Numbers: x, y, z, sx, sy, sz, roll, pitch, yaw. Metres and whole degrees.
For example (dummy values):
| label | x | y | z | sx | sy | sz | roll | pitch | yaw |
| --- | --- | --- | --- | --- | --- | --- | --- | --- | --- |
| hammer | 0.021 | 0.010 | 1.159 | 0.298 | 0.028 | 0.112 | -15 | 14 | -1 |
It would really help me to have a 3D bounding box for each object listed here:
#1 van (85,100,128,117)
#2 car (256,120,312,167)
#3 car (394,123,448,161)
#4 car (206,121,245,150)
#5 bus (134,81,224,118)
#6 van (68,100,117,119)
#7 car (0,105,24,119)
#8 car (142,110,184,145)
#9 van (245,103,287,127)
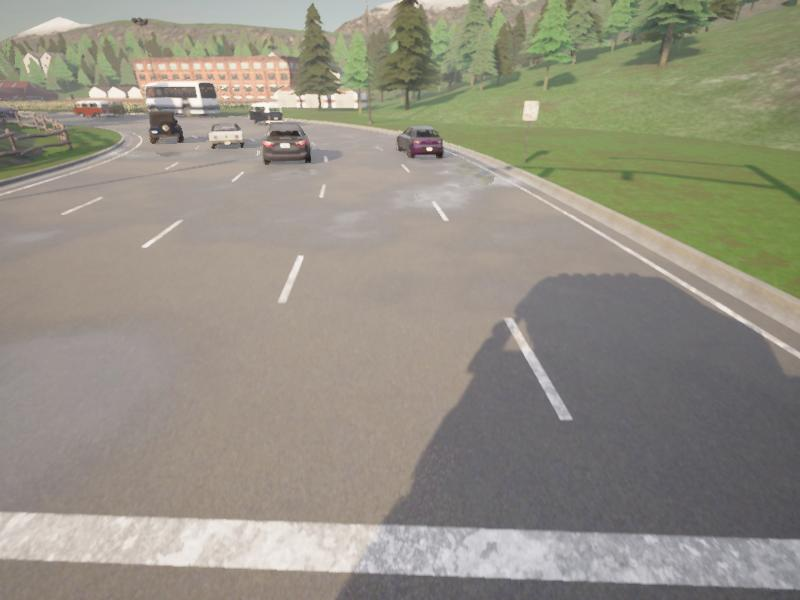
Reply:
| label | x | y | z | sx | sy | sz | roll | pitch | yaw |
| --- | --- | --- | --- | --- | --- | --- | --- | --- | --- |
| van | -39.671 | -25.872 | 54.112 | 4.442 | 1.987 | 1.775 | 6 | 28 | 12 |
| car | -5.695 | -7.945 | 20.036 | 2.242 | 1.667 | 4.611 | -6 | 28 | -12 |
| car | 0.996 | -8.580 | 21.501 | 1.816 | 1.474 | 4.193 | -5 | 28 | -11 |
| car | -11.045 | -10.522 | 25.389 | 1.895 | 1.301 | 4.718 | -10 | 29 | -19 |
| bus | -29.667 | -27.012 | 53.887 | 10.273 | 4.253 | 3.944 | 10 | 29 | 18 |
| van | -38.954 | -24.148 | 50.741 | 4.480 | 2.038 | 2.069 | 6 | 28 | 12 |
| car | -50.489 | -23.532 | 50.111 | 4.792 | 1.488 | 2.163 | 6 | 28 | 12 |
| car | -15.926 | -11.714 | 27.020 | 1.905 | 1.878 | 3.866 | -13 | 30 | -24 |
| van | -13.494 | -18.610 | 40.165 | 2.069 | 2.038 | 4.480 | -21 | 34 | -37 |
